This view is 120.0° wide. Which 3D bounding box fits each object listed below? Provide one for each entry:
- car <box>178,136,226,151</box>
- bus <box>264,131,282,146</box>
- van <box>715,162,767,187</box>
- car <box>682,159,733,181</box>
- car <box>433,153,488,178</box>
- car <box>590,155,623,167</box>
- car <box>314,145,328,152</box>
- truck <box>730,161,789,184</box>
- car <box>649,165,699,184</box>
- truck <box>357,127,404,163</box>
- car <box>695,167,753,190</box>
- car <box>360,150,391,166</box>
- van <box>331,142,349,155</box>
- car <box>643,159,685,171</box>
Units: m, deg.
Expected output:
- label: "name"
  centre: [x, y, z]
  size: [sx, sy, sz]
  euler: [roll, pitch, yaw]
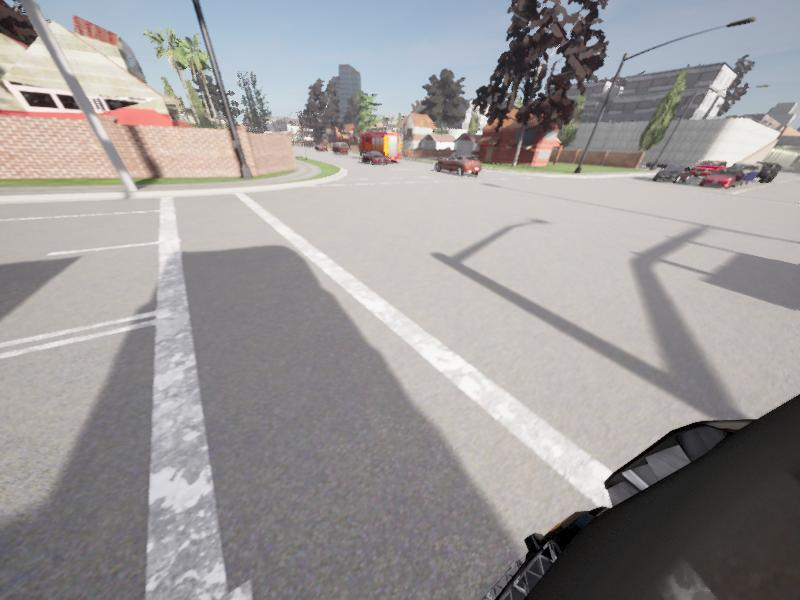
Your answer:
- label: "car"
  centre: [-28.904, -23.002, 34.029]
  size: [5.027, 1.636, 2.152]
  euler: [-17, 39, -27]
- label: "bus"
  centre: [-47.575, -60.431, 86.296]
  size: [3.944, 4.253, 10.273]
  euler: [-18, 39, -27]
- label: "van"
  centre: [35.270, -13.051, 23.911]
  size: [4.442, 1.987, 1.775]
  euler: [-16, 38, -26]
- label: "car"
  centre: [38.064, -16.120, 28.586]
  size: [5.566, 2.045, 2.150]
  euler: [-16, 38, -25]
- label: "car"
  centre: [5.579, -13.023, 22.186]
  size: [2.152, 1.651, 5.027]
  euler: [-16, 38, -25]
- label: "car"
  centre: [43.789, -29.606, 49.065]
  size: [1.932, 1.855, 4.605]
  euler: [-17, 38, -26]
- label: "car"
  centre: [-18.536, -35.539, 54.111]
  size: [1.895, 1.301, 4.718]
  euler: [-17, 39, -27]
- label: "truck"
  centre: [43.238, -15.371, 27.779]
  size: [6.274, 2.098, 2.390]
  euler: [-16, 38, -25]
- label: "car"
  centre: [28.429, -13.102, 23.960]
  size: [4.892, 1.490, 1.837]
  euler: [-16, 38, -26]
- label: "truck"
  centre: [-2.992, -22.030, 32.936]
  size: [2.891, 3.827, 8.468]
  euler: [-17, 38, -27]
- label: "car"
  centre: [29.994, -11.306, 21.382]
  size: [4.514, 1.525, 2.007]
  euler: [-16, 38, -26]
- label: "car"
  centre: [-3.062, -17.342, 28.199]
  size: [1.994, 1.385, 4.181]
  euler: [-18, 39, -27]
- label: "van"
  centre: [-11.656, -29.261, 44.679]
  size: [1.775, 1.987, 4.442]
  euler: [-19, 39, -29]
- label: "car"
  centre: [51.067, -26.202, 44.844]
  size: [2.128, 1.511, 4.902]
  euler: [-17, 39, -26]
